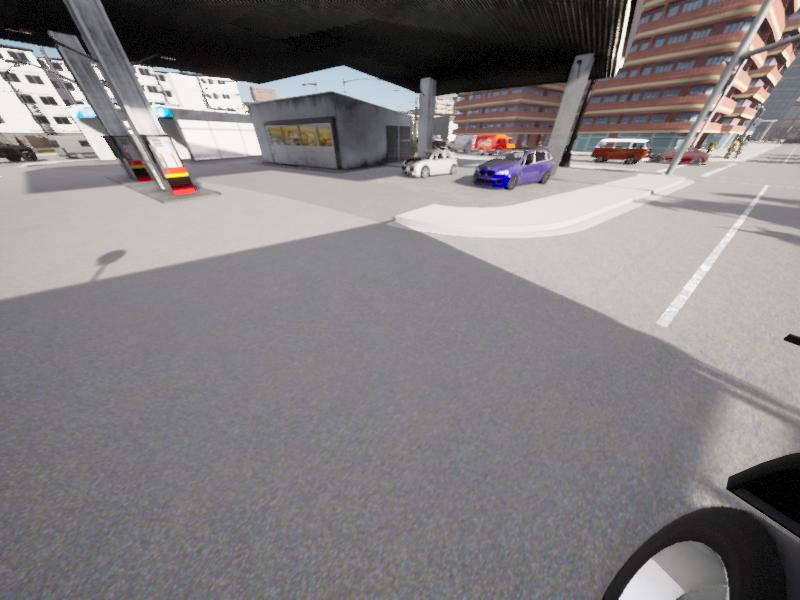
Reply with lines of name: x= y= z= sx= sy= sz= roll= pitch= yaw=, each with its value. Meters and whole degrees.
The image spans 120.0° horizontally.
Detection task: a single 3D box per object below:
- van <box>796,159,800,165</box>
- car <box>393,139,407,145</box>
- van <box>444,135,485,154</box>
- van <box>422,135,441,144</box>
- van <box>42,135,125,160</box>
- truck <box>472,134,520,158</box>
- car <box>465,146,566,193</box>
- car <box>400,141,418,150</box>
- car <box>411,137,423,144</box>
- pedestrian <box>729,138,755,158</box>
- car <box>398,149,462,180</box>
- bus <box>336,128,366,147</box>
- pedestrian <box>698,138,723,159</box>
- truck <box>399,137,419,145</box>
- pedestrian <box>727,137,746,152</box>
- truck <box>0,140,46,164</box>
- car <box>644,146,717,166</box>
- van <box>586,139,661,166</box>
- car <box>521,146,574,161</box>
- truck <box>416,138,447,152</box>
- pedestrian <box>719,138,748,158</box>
van: x=39.233 y=-13.636 z=21.216 sx=4.480 sy=2.038 sz=2.069 roll=-22 pitch=41 yaw=-28
car: x=0.090 y=-52.785 z=77.228 sx=4.181 sy=1.385 sz=1.994 roll=-22 pitch=41 yaw=-27
van: x=10.826 y=-26.586 z=39.392 sx=2.351 sy=2.431 sz=6.366 roll=-23 pitch=41 yaw=-29
van: x=10.874 y=-55.244 z=79.449 sx=6.366 sy=2.431 sz=2.351 roll=-23 pitch=41 yaw=-27
van: x=-42.595 y=-20.832 z=31.474 sx=1.988 sy=2.561 sz=5.915 roll=9 pitch=36 yaw=13
truck: x=13.077 y=-21.375 z=31.960 sx=2.627 sy=2.467 sz=5.204 roll=-23 pitch=41 yaw=-28
car: x=5.933 y=-6.882 z=11.964 sx=4.611 sy=1.667 sz=2.242 roll=-22 pitch=41 yaw=-28
car: x=1.895 y=-33.303 z=49.739 sx=1.845 sy=1.501 sz=3.633 roll=-23 pitch=41 yaw=-29
car: x=5.929 y=-55.424 z=80.332 sx=3.866 sy=1.878 sz=1.905 roll=-23 pitch=41 yaw=-27
pedestrian: x=37.892 y=-16.849 z=25.619 sx=0.751 sy=1.860 sz=0.751 roll=-29 pitch=44 yaw=-34
car: x=2.015 y=-9.202 z=15.553 sx=3.806 sy=1.475 sz=1.970 roll=-22 pitch=41 yaw=-28
bus: x=-14.214 y=-47.079 z=66.969 sx=3.944 sy=4.253 sz=10.273 roll=-23 pitch=41 yaw=-29
pedestrian: x=33.615 y=-16.424 z=25.043 sx=0.751 sy=1.860 sz=0.751 roll=-23 pitch=41 yaw=-29
truck: x=2.884 y=-51.758 z=75.115 sx=6.274 sy=2.098 sz=2.390 roll=-23 pitch=41 yaw=-27
pedestrian: x=53.059 y=-24.530 z=36.393 sx=0.751 sy=1.860 sz=0.751 roll=-16 pitch=38 yaw=-21
truck: x=-44.236 y=-15.906 z=24.887 sx=2.390 sy=2.098 sz=6.274 roll=0 pitch=35 yaw=0
car: x=26.661 y=-13.832 z=22.147 sx=1.994 sy=1.385 sz=4.181 roll=-29 pitch=44 yaw=-34
van: x=21.510 y=-14.465 z=22.498 sx=2.069 sy=2.038 sz=4.480 roll=-23 pitch=41 yaw=-29
car: x=17.364 y=-17.495 z=27.457 sx=1.895 sy=1.301 sz=4.718 roll=-23 pitch=41 yaw=-29
truck: x=5.990 y=-30.285 z=44.946 sx=2.390 sy=2.098 sz=6.274 roll=-23 pitch=41 yaw=-29
pedestrian: x=36.874 y=-16.813 z=25.574 sx=0.751 sy=1.860 sz=0.751 roll=5 pitch=36 yaw=8
